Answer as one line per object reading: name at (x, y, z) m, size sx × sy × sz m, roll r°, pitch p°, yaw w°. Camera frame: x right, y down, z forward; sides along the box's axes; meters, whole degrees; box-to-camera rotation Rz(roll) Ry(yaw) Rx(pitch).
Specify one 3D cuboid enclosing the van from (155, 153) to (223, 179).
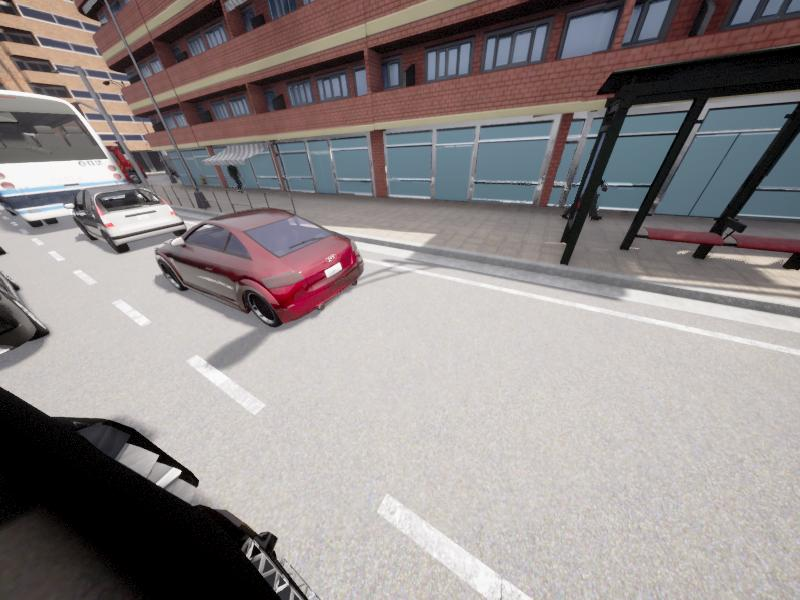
van at (-28.275, -18.247, 31.327) m, size 1.988 × 2.561 × 5.915 m, roll 16°, pitch 38°, yaw 26°

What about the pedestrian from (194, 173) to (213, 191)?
pedestrian at (-13.688, -8.229, 16.122) m, size 0.500 × 1.100 × 0.500 m, roll 16°, pitch 38°, yaw 26°

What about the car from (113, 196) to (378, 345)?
car at (-2.783, -0.949, 4.357) m, size 4.181 × 1.385 × 1.994 m, roll 15°, pitch 37°, yaw 25°

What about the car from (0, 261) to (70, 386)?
car at (-7.291, -0.092, 3.169) m, size 5.238 × 1.638 × 1.930 m, roll 16°, pitch 38°, yaw 26°

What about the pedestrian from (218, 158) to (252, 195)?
pedestrian at (-9.773, -7.335, 13.752) m, size 0.751 × 1.860 × 0.751 m, roll 13°, pitch 37°, yaw 22°

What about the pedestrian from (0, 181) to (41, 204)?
pedestrian at (-25.852, -7.334, 15.782) m, size 0.751 × 1.300 × 0.751 m, roll -27°, pitch 40°, yaw -31°

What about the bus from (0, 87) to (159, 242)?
bus at (-16.818, -6.031, 10.493) m, size 10.273 × 4.253 × 3.944 m, roll 16°, pitch 38°, yaw 26°

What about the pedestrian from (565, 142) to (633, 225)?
pedestrian at (5.179, -3.077, 6.179) m, size 0.751 × 1.860 × 0.751 m, roll 16°, pitch 38°, yaw 26°

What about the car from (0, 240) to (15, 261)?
car at (-13.675, -1.921, 6.392) m, size 4.611 × 1.667 × 2.242 m, roll 16°, pitch 38°, yaw 26°

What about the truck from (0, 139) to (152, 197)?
truck at (-29.492, -12.702, 21.908) m, size 2.891 × 3.827 × 8.468 m, roll -6°, pitch 34°, yaw -5°

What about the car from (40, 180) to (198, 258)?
car at (-8.838, -2.756, 7.333) m, size 3.988 × 1.617 × 1.851 m, roll 16°, pitch 38°, yaw 26°

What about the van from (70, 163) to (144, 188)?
van at (-32.431, -14.017, 25.780) m, size 1.775 × 1.987 × 4.442 m, roll 16°, pitch 38°, yaw 26°
